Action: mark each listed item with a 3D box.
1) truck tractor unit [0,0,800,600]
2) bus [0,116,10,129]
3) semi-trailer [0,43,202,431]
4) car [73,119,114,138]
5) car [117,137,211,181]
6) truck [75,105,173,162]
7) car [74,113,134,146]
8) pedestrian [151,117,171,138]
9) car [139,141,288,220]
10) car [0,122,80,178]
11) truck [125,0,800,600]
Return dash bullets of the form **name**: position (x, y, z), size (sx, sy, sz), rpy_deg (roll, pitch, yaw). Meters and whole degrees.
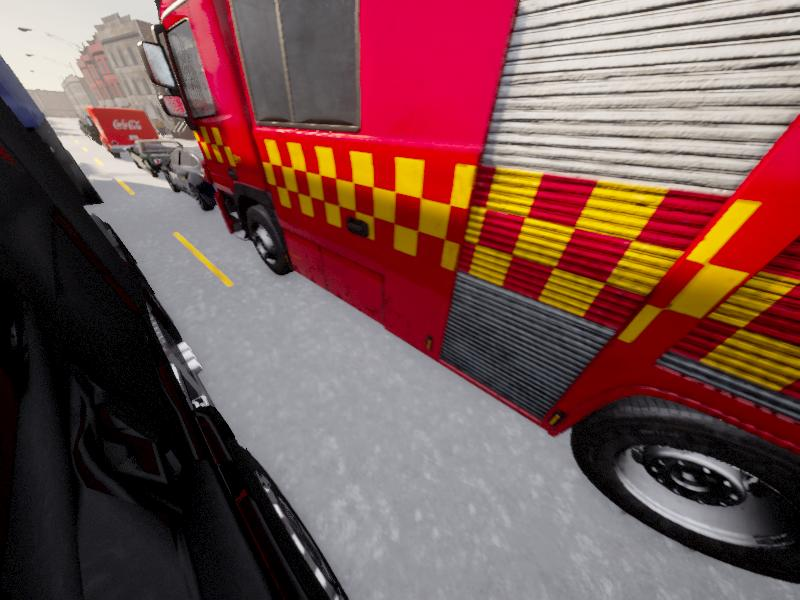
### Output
- **truck tractor unit**: position (-2.645, -0.295, 0.352), size (6.516, 4.208, 3.053), rpy_deg (28, 44, 30)
- **bus**: position (-55.193, -22.073, 26.058), size (3.944, 4.253, 10.273), rpy_deg (20, 40, 22)
- **semi-trailer**: position (-8.699, -3.606, 4.224), size (14.254, 4.402, 2.717), rpy_deg (28, 44, 30)
- **car**: position (-34.111, -19.112, 25.706), size (4.514, 1.525, 2.007), rpy_deg (28, 44, 30)
- **car**: position (-11.225, -6.804, 10.931), size (4.718, 1.301, 1.895), rpy_deg (28, 43, 29)
- **truck**: position (-17.410, -10.593, 14.625), size (5.204, 2.467, 2.627), rpy_deg (28, 44, 29)
- **car**: position (-26.233, -15.136, 20.468), size (5.566, 2.045, 2.150), rpy_deg (28, 44, 30)
- **pedestrian**: position (-27.058, -19.473, 26.138), size (0.751, 1.860, 0.751), rpy_deg (28, 44, 30)
- **car**: position (-6.149, -4.175, 7.592), size (4.792, 1.488, 2.163), rpy_deg (28, 44, 30)
- **car**: position (-16.688, -6.756, 10.213), size (4.611, 1.667, 2.242), rpy_deg (28, 44, 30)
- **truck**: position (0.713, -1.543, 2.562), size (8.468, 3.827, 2.891), rpy_deg (28, 44, 29)
